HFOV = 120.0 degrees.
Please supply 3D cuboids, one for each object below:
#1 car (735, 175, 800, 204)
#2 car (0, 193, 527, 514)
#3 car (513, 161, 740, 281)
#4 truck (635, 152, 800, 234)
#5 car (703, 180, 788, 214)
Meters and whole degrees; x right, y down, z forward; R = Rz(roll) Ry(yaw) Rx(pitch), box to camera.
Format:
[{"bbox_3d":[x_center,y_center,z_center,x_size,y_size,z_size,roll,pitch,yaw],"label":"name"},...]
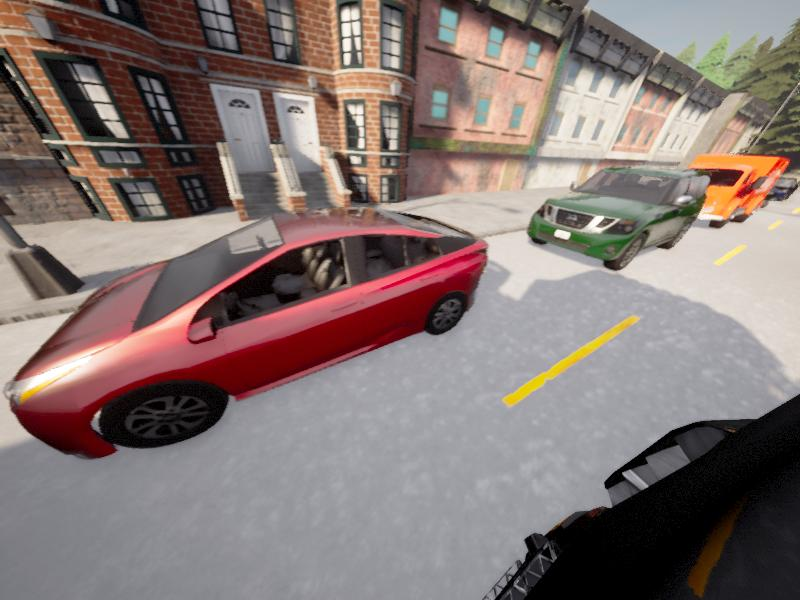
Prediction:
[{"bbox_3d":[28.228,-8.474,17.515,4.792,1.488,2.163,-16,38,-26],"label":"car"},{"bbox_3d":[-0.998,-0.230,2.850,4.514,1.525,2.007,-16,38,-26],"label":"car"},{"bbox_3d":[6.108,-2.466,6.283,5.566,2.045,2.150,-16,38,-26],"label":"car"},{"bbox_3d":[13.505,-4.724,9.859,5.204,2.467,2.627,-16,38,-26],"label":"truck"},{"bbox_3d":[20.398,-6.182,13.639,4.718,1.301,1.895,-16,38,-26],"label":"car"}]
